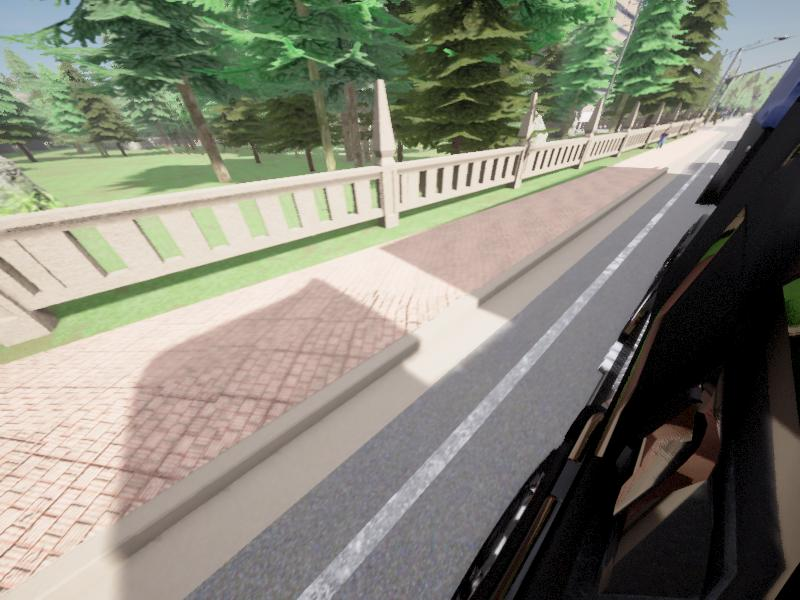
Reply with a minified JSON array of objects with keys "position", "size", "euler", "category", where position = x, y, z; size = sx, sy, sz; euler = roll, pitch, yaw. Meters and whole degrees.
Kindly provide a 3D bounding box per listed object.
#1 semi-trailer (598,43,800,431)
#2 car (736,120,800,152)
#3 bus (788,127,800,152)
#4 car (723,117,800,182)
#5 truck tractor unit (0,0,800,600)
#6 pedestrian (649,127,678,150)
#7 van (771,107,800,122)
[{"position":[8.692,-3.608,4.235],"size":[14.254,4.402,2.717],"euler":[-28,44,-30],"category":"semi-trailer"},{"position":[25.190,-11.275,15.834],"size":[3.633,1.501,1.845],"euler":[-28,44,-30],"category":"car"},{"position":[29.993,-12.110,14.396],"size":[10.273,4.253,3.944],"euler":[-28,44,-30],"category":"bus"},{"position":[16.015,-6.499,9.750],"size":[4.605,1.855,1.932],"euler":[-29,44,-30],"category":"car"},{"position":[2.645,-0.295,0.352],"size":[6.516,4.208,3.053],"euler":[-28,44,-30],"category":"truck tractor unit"},{"position":[18.517,-11.355,16.235],"size":[0.751,1.300,0.751],"euler":[-28,44,-30],"category":"pedestrian"},{"position":[85.857,-41.407,51.477],"size":[6.366,2.431,2.351],"euler":[-28,44,-30],"category":"van"}]
